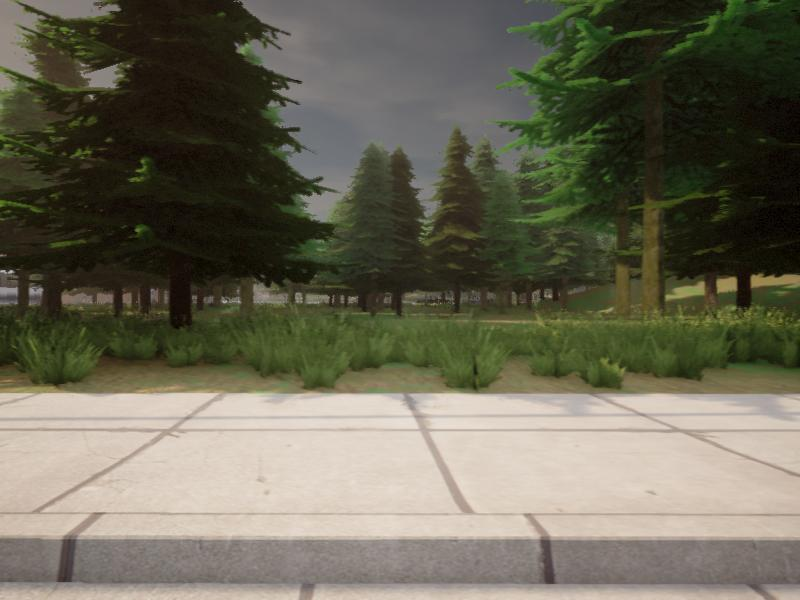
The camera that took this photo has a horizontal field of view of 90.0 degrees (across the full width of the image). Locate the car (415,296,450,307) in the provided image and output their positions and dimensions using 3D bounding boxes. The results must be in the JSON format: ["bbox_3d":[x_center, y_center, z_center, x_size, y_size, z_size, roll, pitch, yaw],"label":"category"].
[{"bbox_3d":[4.732,0.223,58.992,5.008,1.535,1.882,0,0,0],"label":"car"}]

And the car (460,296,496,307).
[{"bbox_3d":[11.428,0.178,58.988,4.856,1.649,2.033,0,0,0],"label":"car"}]

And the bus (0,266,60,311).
[{"bbox_3d":[-40.414,-1.104,40.164,3.944,4.253,10.273,0,0,-1],"label":"bus"}]
